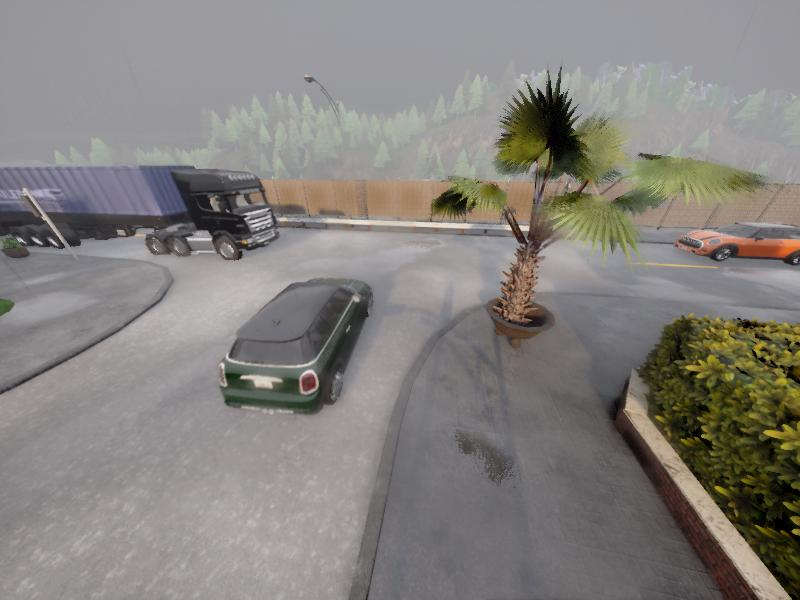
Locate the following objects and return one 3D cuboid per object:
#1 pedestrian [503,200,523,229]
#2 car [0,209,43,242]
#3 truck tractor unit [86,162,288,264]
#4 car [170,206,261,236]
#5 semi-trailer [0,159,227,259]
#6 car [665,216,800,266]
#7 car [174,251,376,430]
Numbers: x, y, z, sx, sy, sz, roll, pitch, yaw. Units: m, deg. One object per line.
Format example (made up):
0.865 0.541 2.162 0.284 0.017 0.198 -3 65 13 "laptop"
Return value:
8.264 -6.266 16.948 0.751 1.860 0.751 6 30 10 "pedestrian"
-27.489 -4.957 15.161 5.238 1.638 1.930 5 30 9 "car"
-10.130 -4.555 11.869 6.516 4.208 3.053 5 30 9 "truck tractor unit"
-13.037 -5.687 16.525 5.008 1.535 1.882 5 30 10 "car"
-17.920 -5.318 13.005 14.254 4.402 2.717 5 30 9 "semi-trailer"
17.471 -3.080 11.753 4.553 1.767 2.097 5 30 9 "car"
-2.106 0.381 5.759 2.097 1.767 4.553 3 30 5 "car"
